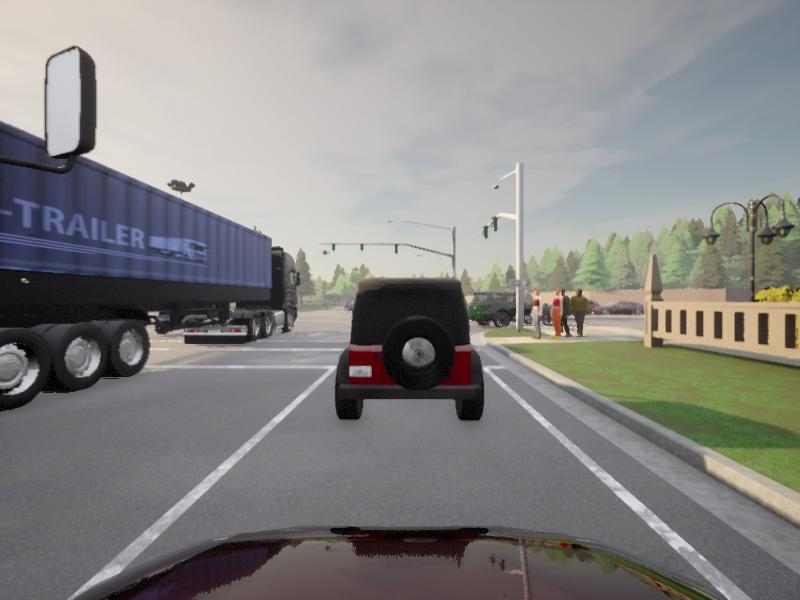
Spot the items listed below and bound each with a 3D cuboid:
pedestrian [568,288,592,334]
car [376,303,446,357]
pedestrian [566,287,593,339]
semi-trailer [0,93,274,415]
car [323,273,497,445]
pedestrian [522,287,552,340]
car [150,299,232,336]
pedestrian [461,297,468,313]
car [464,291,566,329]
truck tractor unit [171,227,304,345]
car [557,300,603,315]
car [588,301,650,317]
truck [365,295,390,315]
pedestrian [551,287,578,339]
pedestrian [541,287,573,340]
[{"bbox_3d":[7.336,0.434,16.344,0.751,1.860,0.751,0,0,11],"label":"pedestrian"},{"bbox_3d":[0.401,0.845,13.115,1.970,1.475,3.806,0,0,3],"label":"car"},{"bbox_3d":[6.681,0.475,14.848,0.751,1.860,0.751,0,0,39],"label":"pedestrian"},{"bbox_3d":[-6.751,-0.623,9.630,2.717,4.402,14.254,0,0,1],"label":"semi-trailer"},{"bbox_3d":[0.148,0.642,6.332,1.905,1.878,3.866,0,0,1],"label":"car"},{"bbox_3d":[4.923,0.475,14.377,0.751,1.860,0.751,0,0,-9],"label":"pedestrian"},{"bbox_3d":[-10.054,0.775,19.606,1.851,1.617,3.988,0,0,1],"label":"car"},{"bbox_3d":[7.469,0.606,46.386,0.751,1.860,0.751,0,0,-3],"label":"pedestrian"},{"bbox_3d":[6.768,0.550,23.612,5.566,2.045,2.150,0,-1,-19],"label":"car"},{"bbox_3d":[-6.598,-0.533,17.541,3.053,4.208,6.516,0,0,1],"label":"truck tractor unit"},{"bbox_3d":[18.766,0.759,41.869,3.988,1.617,1.851,0,0,2],"label":"car"},{"bbox_3d":[20.877,0.825,38.295,4.792,1.488,2.163,0,0,2],"label":"car"},{"bbox_3d":[-2.464,0.512,45.766,2.390,2.098,6.274,0,0,1],"label":"truck"},{"bbox_3d":[6.083,0.475,14.815,0.751,1.860,0.751,0,0,5],"label":"pedestrian"},{"bbox_3d":[5.654,0.475,14.430,0.751,1.860,0.751,0,0,-14],"label":"pedestrian"}]
